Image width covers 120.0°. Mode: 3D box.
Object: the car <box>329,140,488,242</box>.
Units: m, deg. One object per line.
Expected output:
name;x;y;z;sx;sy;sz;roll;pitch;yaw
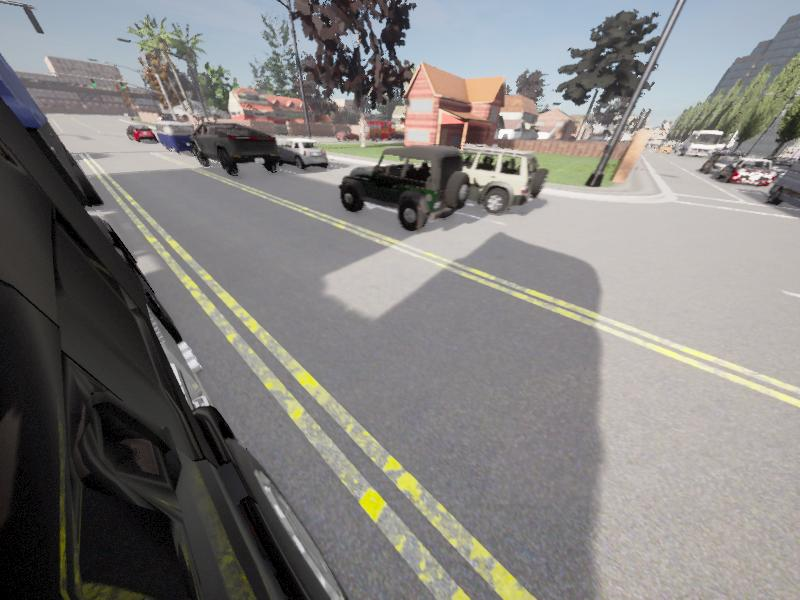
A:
car;0.071;-3.373;6.664;3.866;1.878;1.905;27;43;29

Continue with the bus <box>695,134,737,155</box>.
bus;88.104;-43.603;64.700;3.944;4.253;10.273;27;43;30

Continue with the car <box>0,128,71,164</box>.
car;-20.842;-8.830;13.142;4.181;1.385;1.994;30;45;32

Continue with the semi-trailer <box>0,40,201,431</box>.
semi-trailer;-8.701;-3.585;4.253;14.254;4.402;2.717;28;43;30

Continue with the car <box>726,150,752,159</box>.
car;71.319;-30.675;48.709;1.895;1.301;4.718;27;43;30

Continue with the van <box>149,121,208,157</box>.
van;-16.960;-12.381;17.682;4.442;1.987;1.775;28;43;30

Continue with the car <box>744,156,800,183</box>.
car;32.456;-11.339;19.854;2.007;1.525;4.514;27;43;30

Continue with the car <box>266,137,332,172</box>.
car;-6.370;-9.289;14.608;3.806;1.475;1.970;28;43;30

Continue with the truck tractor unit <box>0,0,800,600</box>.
truck tractor unit;-2.645;-0.295;0.351;6.516;4.208;3.053;28;44;30

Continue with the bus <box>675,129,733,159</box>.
bus;58.598;-30.379;45.021;3.944;4.253;10.273;27;43;30

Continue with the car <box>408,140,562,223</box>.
car;2.729;-4.552;8.446;4.605;1.855;1.932;29;44;30

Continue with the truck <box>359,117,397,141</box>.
truck;-4.545;-36.082;49.031;2.891;3.827;8.468;27;43;29

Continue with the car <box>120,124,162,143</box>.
car;-28.076;-18.081;25.053;4.514;1.525;2.007;28;43;30

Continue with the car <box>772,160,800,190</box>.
car;28.070;-8.291;15.473;1.837;1.490;4.892;27;43;29

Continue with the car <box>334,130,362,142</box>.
car;-9.872;-31.397;44.197;2.152;1.651;5.027;27;43;29

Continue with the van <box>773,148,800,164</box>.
van;76.138;-27.011;43.282;6.366;2.431;2.351;5;36;7

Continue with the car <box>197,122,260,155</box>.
car;-14.823;-13.987;19.938;5.566;2.045;2.150;28;43;30

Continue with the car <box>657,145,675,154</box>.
car;61.967;-35.048;53.834;1.882;1.535;5.008;27;43;30

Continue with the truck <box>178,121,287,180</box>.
truck;-9.127;-8.264;12.518;6.274;2.098;2.390;28;43;30

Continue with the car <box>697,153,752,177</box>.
car;28.932;-12.184;20.749;1.789;1.549;3.705;27;43;30

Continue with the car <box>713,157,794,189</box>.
car;24.289;-8.943;16.124;1.970;1.475;3.806;28;43;30

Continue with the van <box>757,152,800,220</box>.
van;17.180;-4.438;8.670;1.988;2.561;5.915;27;43;30
